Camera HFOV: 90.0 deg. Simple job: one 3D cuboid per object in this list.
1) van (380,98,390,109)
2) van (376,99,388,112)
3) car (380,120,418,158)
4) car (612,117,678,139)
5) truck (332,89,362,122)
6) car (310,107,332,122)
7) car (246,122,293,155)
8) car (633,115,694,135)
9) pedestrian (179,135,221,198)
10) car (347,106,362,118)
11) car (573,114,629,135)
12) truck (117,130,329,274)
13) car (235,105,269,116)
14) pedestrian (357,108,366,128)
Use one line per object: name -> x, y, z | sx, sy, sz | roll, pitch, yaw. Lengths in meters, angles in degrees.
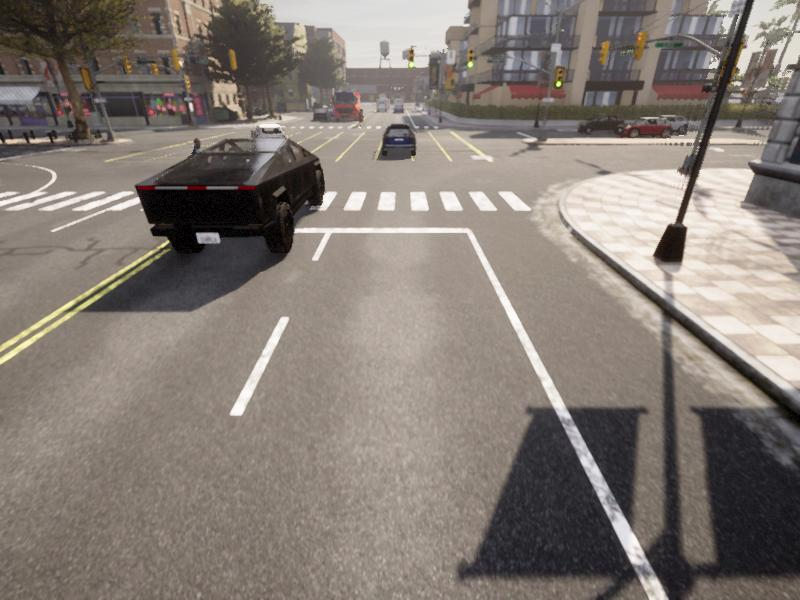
van -> -3.752, -50.627, 103.063 | 2.351, 2.431, 6.366 | 0, 27, 0
van -> -3.705, -41.135, 84.490 | 2.351, 2.431, 6.366 | 0, 27, 0
car -> -0.055, -9.690, 23.840 | 2.033, 1.649, 4.856 | 0, 27, 0
car -> 19.423, -13.730, 31.854 | 3.806, 1.475, 1.970 | 0, 27, 0
truck -> -7.141, -26.873, 55.071 | 2.891, 3.827, 8.468 | 0, 27, 0
car -> -10.634, -25.281, 54.364 | 1.930, 1.638, 5.238 | 0, 27, -1
car -> -8.144, -10.050, 24.736 | 1.970, 1.475, 3.806 | -13, 30, -23
car -> 22.933, -15.321, 34.957 | 3.806, 1.475, 1.970 | 0, 27, 0
pedestrian -> -6.577, -4.422, 13.247 | 0.751, 1.860, 0.751 | -6, 28, -11
car -> -7.155, -29.912, 63.482 | 1.801, 1.575, 5.366 | 0, 27, 0
car -> 17.500, -15.357, 34.959 | 3.705, 1.549, 1.789 | 0, 27, 0
truck -> -3.520, -2.843, 9.934 | 2.390, 2.098, 6.274 | 0, 27, 0
car -> -25.470, -32.656, 68.961 | 4.974, 1.542, 2.038 | 0, 27, 1
pedestrian -> -4.059, -19.157, 42.068 | 0.751, 1.860, 0.751 | 0, 27, 1
